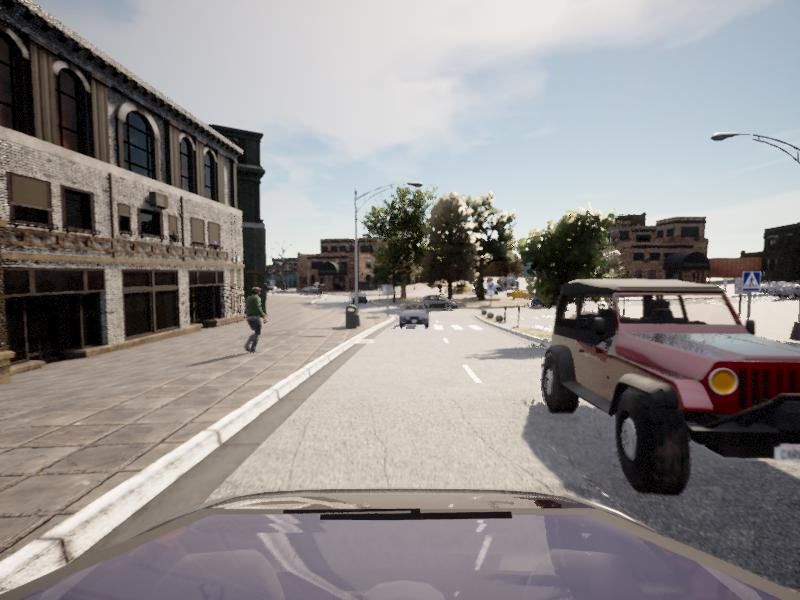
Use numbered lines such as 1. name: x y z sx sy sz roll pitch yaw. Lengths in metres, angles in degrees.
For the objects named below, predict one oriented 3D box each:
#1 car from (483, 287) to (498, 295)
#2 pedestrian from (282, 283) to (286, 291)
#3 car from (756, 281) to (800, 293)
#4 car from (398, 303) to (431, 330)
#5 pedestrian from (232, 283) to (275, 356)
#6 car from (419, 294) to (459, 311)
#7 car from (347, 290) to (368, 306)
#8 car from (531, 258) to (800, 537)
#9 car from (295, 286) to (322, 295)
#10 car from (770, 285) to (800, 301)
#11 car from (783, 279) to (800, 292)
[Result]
1. car: 16.905 -1.748 75.043 1.895 1.301 4.718 0 5 0
2. pedestrian: -26.997 -2.943 93.195 0.751 1.860 0.751 -3 5 -35
3. car: 49.540 -1.698 52.064 2.002 1.452 4.674 -4 2 -2
4. car: 0.888 0.913 24.410 1.816 1.474 4.193 0 0 3
5. pedestrian: -3.954 0.496 10.829 0.751 1.860 0.751 2 4 31
6. car: 4.227 0.272 43.259 3.988 1.617 1.851 1 4 14
7. car: -5.557 -0.317 51.806 1.930 1.638 5.238 -1 4 -15
8. car: 2.975 0.655 4.613 1.905 1.878 3.866 0 0 4
9. car: -16.774 -1.754 73.576 5.238 1.638 1.930 2 4 38
10. car: 43.097 -0.820 42.657 4.902 1.511 2.128 -4 3 19
11. car: 52.344 -1.888 51.128 2.163 1.488 4.792 -4 2 -2
